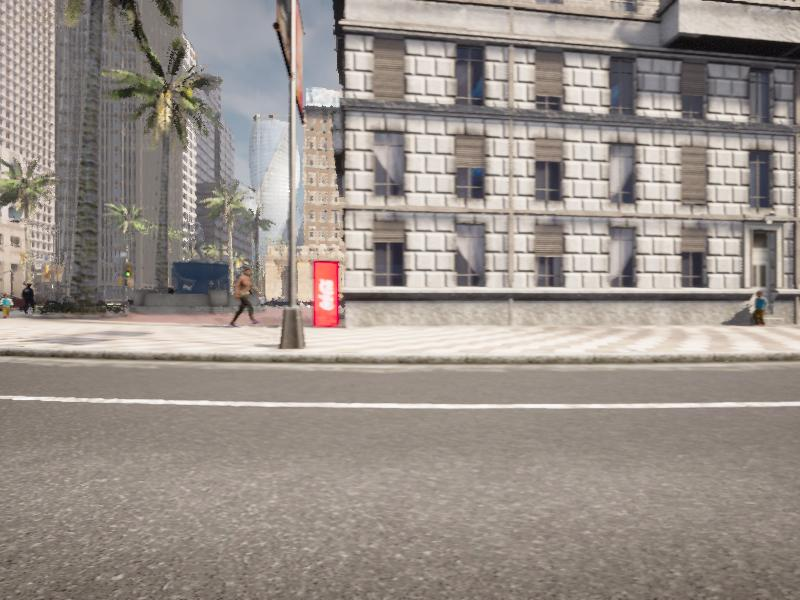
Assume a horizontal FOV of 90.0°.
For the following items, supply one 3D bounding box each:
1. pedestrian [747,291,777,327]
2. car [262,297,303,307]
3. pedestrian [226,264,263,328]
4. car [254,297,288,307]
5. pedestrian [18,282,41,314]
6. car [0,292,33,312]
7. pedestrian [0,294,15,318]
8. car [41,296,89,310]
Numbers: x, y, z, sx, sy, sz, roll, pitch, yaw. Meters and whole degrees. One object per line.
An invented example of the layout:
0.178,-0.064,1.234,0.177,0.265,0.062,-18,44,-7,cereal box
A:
11.323,0.271,12.520,0.500,1.100,0.500,0,0,-7,pedestrian
-16.846,0.308,57.711,5.357,1.411,2.033,0,0,-7,car
-4.646,-0.112,12.012,0.751,1.860,0.751,0,0,13,pedestrian
-19.591,0.242,60.887,4.514,1.525,2.007,0,0,-6,car
-21.960,-0.113,23.717,0.751,1.860,0.751,0,0,-19,pedestrian
-34.637,0.183,34.294,2.152,1.651,5.027,0,0,-7,car
-17.762,0.267,18.063,0.500,1.100,0.500,0,0,41,pedestrian
-35.784,0.313,42.920,1.994,1.385,4.181,0,0,-6,car
